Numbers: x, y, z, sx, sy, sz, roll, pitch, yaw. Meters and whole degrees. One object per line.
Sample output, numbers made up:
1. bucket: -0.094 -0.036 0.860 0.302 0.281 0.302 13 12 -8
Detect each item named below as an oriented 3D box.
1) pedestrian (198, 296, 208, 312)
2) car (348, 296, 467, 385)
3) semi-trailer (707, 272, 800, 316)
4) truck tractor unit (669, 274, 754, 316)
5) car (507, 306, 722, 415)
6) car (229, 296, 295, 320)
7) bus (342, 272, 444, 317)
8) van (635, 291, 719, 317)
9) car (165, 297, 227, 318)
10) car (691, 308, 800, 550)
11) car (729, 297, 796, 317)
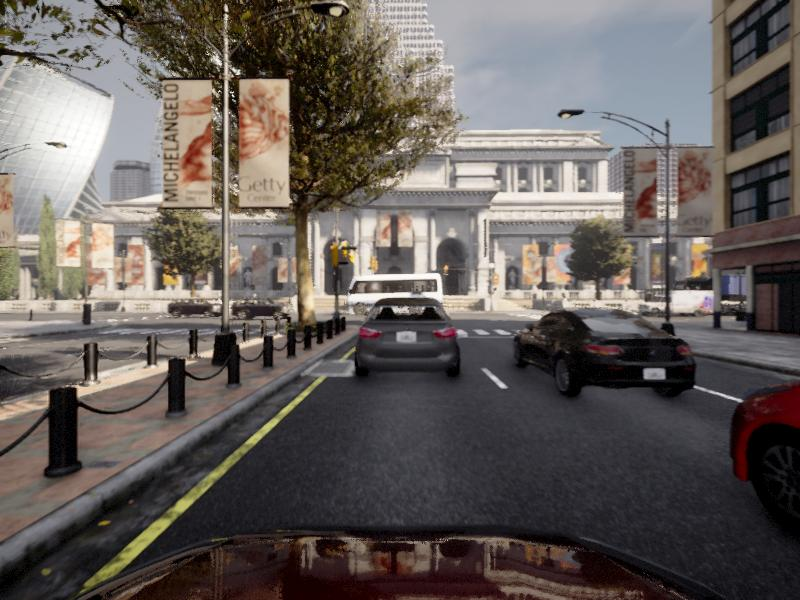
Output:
1. pedestrian: -23.698 0.493 48.125 0.751 1.860 0.751 0 0 20
2. car: 0.192 0.758 9.846 2.242 1.667 4.611 0 0 1
3. semi-trailer: 40.200 -0.612 41.717 14.254 4.402 2.717 0 0 0
4. truck tractor unit: 32.288 -0.516 41.686 6.516 4.208 3.053 0 0 1
5. car: 3.613 0.871 7.906 1.812 1.442 4.674 0 0 1
6. car: -11.014 0.659 32.165 4.605 1.855 1.932 0 0 1
7. bus: -0.669 -0.538 42.300 10.273 4.253 3.944 -1 0 1
8. van: 26.347 0.382 38.278 6.366 2.431 2.351 0 0 1
9. car: -18.219 0.660 35.835 4.605 1.855 1.932 0 0 1
10. car: 3.527 0.829 1.257 2.007 1.525 4.514 0 0 1
11. car: 34.454 0.656 38.080 4.605 1.855 1.932 0 0 1
